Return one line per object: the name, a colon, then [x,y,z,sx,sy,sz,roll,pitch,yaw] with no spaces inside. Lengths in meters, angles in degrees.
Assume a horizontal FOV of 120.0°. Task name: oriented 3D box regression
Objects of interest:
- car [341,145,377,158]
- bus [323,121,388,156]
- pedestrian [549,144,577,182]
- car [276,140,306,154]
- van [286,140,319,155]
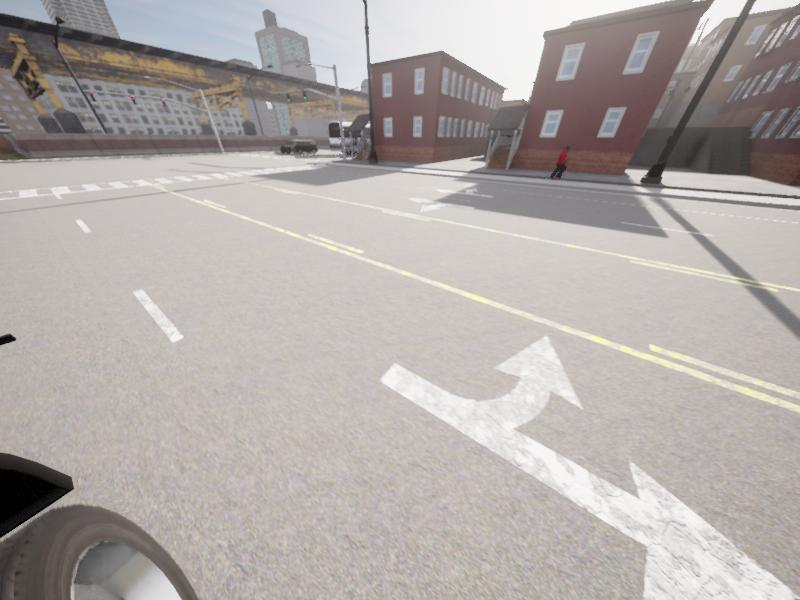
car: [-6.026,-22.406,34.673,2.033,1.411,5.357,23,41,29]
bus: [-6.835,-26.480,37.992,3.944,4.253,10.273,23,41,28]
pedestrian: [9.665,-8.162,13.759,0.751,1.860,0.751,22,40,27]
car: [-18.648,-26.358,39.772,1.905,1.878,3.866,23,41,28]
van: [-15.916,-25.122,37.949,1.775,1.987,4.442,23,41,29]
